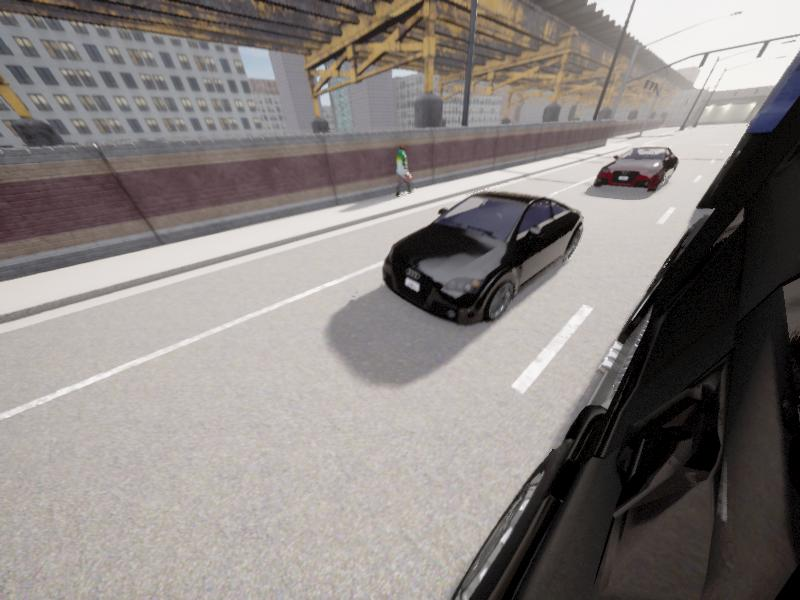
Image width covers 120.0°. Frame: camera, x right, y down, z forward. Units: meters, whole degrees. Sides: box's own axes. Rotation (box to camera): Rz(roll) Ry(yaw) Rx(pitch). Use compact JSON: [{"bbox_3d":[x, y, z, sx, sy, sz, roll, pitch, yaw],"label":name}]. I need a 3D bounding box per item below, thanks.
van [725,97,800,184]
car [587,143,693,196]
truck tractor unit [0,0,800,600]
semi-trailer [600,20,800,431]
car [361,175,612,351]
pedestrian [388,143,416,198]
[{"bbox_3d":[16.423,-6.807,9.766,5.915,2.561,1.988,-27,41,-31],"label":"van"},{"bbox_3d":[10.060,-5.593,9.694,4.181,1.385,1.994,-27,41,-30],"label":"car"},{"bbox_3d":[2.645,-0.295,0.351,6.516,4.208,3.053,-28,44,-30],"label":"truck tractor unit"},{"bbox_3d":[8.699,-3.565,4.281,14.254,4.402,2.717,-27,41,-30],"label":"semi-trailer"},{"bbox_3d":[1.697,-1.175,4.244,4.181,1.385,1.994,-28,42,-30],"label":"car"},{"bbox_3d":[0.120,-5.300,9.500,0.751,1.860,0.751,-28,42,-30],"label":"pedestrian"}]
